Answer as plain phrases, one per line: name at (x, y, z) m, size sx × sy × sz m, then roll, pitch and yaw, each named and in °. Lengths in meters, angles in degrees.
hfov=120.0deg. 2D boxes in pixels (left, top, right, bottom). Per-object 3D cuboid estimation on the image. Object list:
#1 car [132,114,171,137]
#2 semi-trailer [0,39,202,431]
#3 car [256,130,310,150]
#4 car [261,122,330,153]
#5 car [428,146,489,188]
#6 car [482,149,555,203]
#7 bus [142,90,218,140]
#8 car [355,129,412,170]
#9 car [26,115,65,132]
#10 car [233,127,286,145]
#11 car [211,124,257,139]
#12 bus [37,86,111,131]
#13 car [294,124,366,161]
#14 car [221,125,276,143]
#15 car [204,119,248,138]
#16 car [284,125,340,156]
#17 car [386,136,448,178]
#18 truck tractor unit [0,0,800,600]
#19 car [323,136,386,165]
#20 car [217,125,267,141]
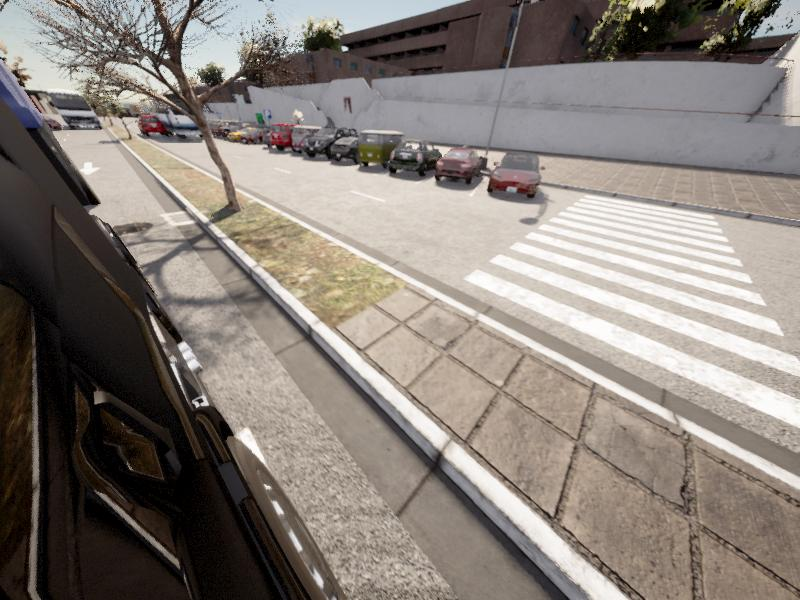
car at (-31.215, -21.859, 28.986) m, size 5.566 × 2.045 × 2.150 m, roll 32°, pitch 46°, yaw 32°
semi-trailer at (-8.727, -3.583, 4.202) m, size 14.254 × 4.402 × 2.717 m, roll 28°, pitch 43°, yaw 29°
car at (-11.759, -16.428, 23.670) m, size 2.002 × 1.452 × 4.674 m, roll 16°, pitch 38°, yaw 18°
car at (-9.583, -15.374, 21.919) m, size 2.435 × 2.045 × 5.566 m, roll 16°, pitch 38°, yaw 18°
car at (3.295, -7.311, 12.429) m, size 2.002 × 1.452 × 4.674 m, roll 16°, pitch 38°, yaw 18°
car at (5.457, -5.994, 10.785) m, size 2.163 × 1.488 × 4.792 m, roll 17°, pitch 38°, yaw 17°
bus at (-27.325, -22.788, 28.673) m, size 10.273 × 4.253 × 3.944 m, roll 32°, pitch 45°, yaw 32°
car at (-0.945, -10.192, 15.574) m, size 1.878 × 1.987 × 4.442 m, roll 16°, pitch 38°, yaw 18°
car at (-43.005, -21.497, 28.150) m, size 4.181 × 1.385 × 1.994 m, roll 32°, pitch 46°, yaw 32°
car at (-16.069, -19.042, 26.845) m, size 2.163 × 1.488 × 4.792 m, roll 17°, pitch 38°, yaw 17°
car at (-22.518, -23.009, 31.654) m, size 2.002 × 1.452 × 4.674 m, roll 17°, pitch 39°, yaw 17°
bus at (-45.515, -26.869, 32.610) m, size 10.273 × 4.253 × 3.944 m, roll 32°, pitch 46°, yaw 32°
car at (-5.296, -12.736, 18.660) m, size 2.435 × 2.045 × 5.566 m, roll 17°, pitch 38°, yaw 17°
car at (-18.278, -20.301, 28.304) m, size 1.946 × 1.575 × 5.366 m, roll 17°, pitch 38°, yaw 17°
car at (-24.688, -24.483, 32.995) m, size 1.878 × 1.987 × 4.442 m, roll 17°, pitch 39°, yaw 17°
car at (-7.484, -13.971, 20.215) m, size 1.878 × 1.987 × 4.442 m, roll 17°, pitch 38°, yaw 17°
car at (1.143, -8.732, 13.916) m, size 2.185 × 1.767 × 4.553 m, roll 16°, pitch 38°, yaw 18°
truck tractor unit at (-2.645, -0.295, 0.351) m, size 6.516 × 4.208 × 3.053 m, roll 28°, pitch 44°, yaw 30°
car at (-3.154, -11.245, 17.222) m, size 2.231 × 1.521 × 4.892 m, roll 16°, pitch 38°, yaw 18°
car at (-20.354, -21.710, 30.084) m, size 2.163 × 1.488 × 4.792 m, roll 17°, pitch 38°, yaw 17°
